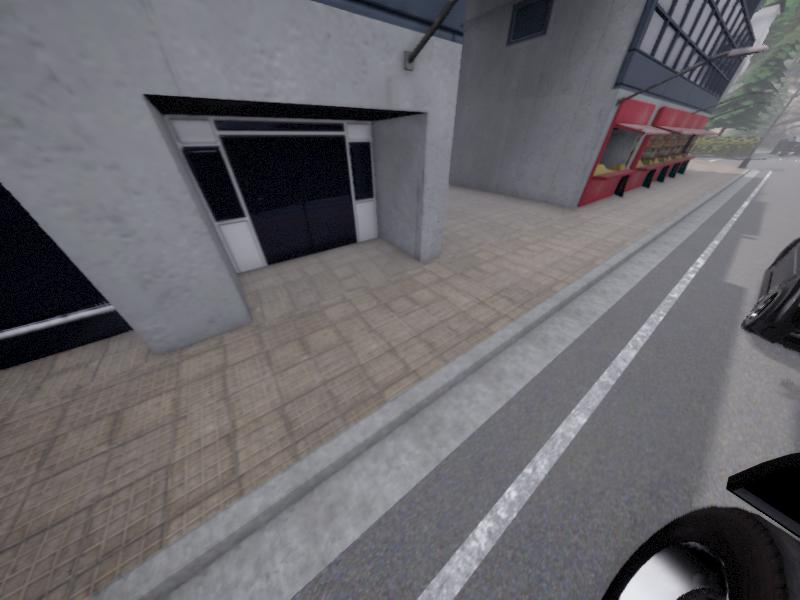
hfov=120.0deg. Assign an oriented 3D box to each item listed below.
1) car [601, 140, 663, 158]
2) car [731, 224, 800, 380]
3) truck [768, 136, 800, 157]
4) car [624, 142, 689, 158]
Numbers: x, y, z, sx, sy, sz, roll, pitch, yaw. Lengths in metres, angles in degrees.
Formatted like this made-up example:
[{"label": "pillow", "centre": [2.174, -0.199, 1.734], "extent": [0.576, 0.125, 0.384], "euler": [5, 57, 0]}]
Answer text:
[{"label": "car", "centre": [27.301, -17.931, 27.366], "extent": [2.242, 1.667, 4.611], "euler": [-24, 41, -29]}, {"label": "car", "centre": [6.506, -0.136, 2.864], "extent": [4.181, 1.385, 1.994], "euler": [-22, 41, -28]}, {"label": "truck", "centre": [51.520, -19.955, 29.983], "extent": [2.390, 2.098, 6.274], "euler": [27, 44, 33]}, {"label": "car", "centre": [30.970, -18.362, 28.097], "extent": [1.837, 1.490, 4.892], "euler": [-22, 40, -28]}]
